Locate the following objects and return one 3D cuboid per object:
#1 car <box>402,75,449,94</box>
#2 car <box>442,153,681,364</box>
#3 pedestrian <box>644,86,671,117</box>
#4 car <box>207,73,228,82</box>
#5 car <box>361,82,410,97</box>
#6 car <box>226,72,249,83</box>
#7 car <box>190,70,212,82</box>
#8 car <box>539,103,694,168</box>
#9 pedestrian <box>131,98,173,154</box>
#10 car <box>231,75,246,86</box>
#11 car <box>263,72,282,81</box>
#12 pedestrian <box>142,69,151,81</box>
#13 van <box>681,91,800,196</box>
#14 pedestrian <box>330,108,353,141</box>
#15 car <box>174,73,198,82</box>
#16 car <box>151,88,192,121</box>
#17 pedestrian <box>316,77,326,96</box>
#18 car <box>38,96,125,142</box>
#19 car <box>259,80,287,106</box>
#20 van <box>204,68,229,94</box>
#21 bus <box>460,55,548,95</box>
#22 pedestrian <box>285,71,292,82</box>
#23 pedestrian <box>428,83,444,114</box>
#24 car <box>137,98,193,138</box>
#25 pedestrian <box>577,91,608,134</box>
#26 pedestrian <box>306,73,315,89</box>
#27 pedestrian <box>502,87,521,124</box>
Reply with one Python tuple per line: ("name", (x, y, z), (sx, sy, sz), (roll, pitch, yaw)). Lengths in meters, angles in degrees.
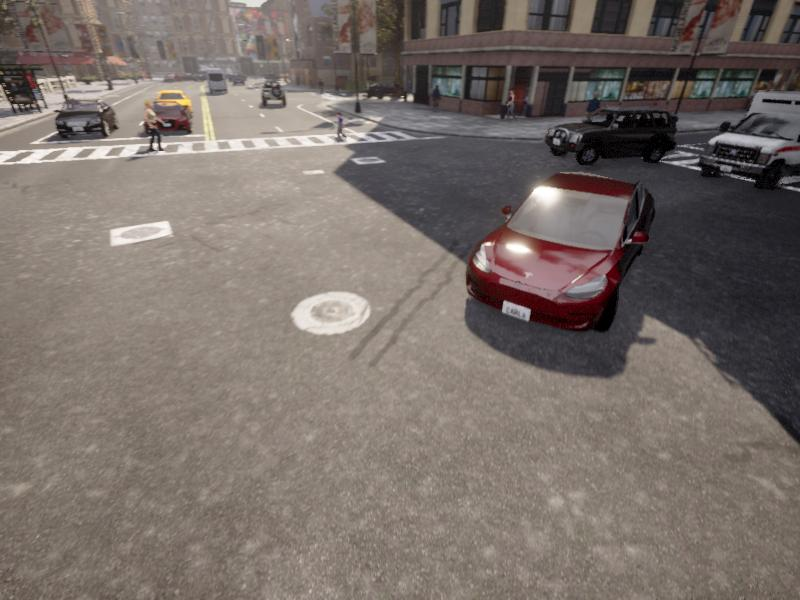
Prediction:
("car", (3.315, -27.826, 51.627), (5.566, 2.045, 2.150), (-12, 33, -21))
("car", (2.901, -1.174, 6.616), (2.163, 1.488, 4.792), (21, 36, 30))
("pedestrian", (17.549, -13.536, 27.319), (0.751, 1.860, 0.751), (-9, 32, -17))
("car", (-35.613, -43.456, 78.153), (2.007, 1.525, 4.514), (1, 30, 0))
("car", (-1.657, -24.597, 46.653), (5.357, 1.411, 2.033), (-12, 33, -20))
("car", (-31.953, -43.896, 78.913), (2.152, 1.651, 5.027), (2, 30, 3))
("car", (-39.089, -44.038, 78.660), (1.932, 1.855, 4.605), (1, 30, 0))
("car", (7.911, -6.178, 14.877), (4.605, 1.855, 1.932), (-7, 31, -13))
("pedestrian", (-9.457, -6.664, 15.329), (0.751, 1.860, 0.751), (-7, 31, -13))
("car", (-26.966, -36.812, 66.947), (1.816, 1.474, 4.193), (-8, 31, -14))
("car", (-27.338, -47.893, 85.829), (1.851, 1.617, 3.988), (9, 31, 13))
("pedestrian", (-45.585, -40.401, 71.976), (0.751, 1.860, 0.751), (2, 30, 3))
("van", (12.586, -5.151, 12.673), (6.366, 2.431, 2.351), (-12, 33, -21))
("pedestrian", (-2.714, -8.149, 18.557), (0.751, 1.300, 0.751), (-17, 35, -28))
("car", (-42.253, -44.033, 79.152), (1.895, 1.301, 4.718), (4, 30, 5))
("car", (-14.835, -12.889, 26.232), (1.882, 1.535, 5.008), (-12, 33, -21))
("pedestrian", (-8.968, -24.265, 45.429), (0.751, 1.860, 0.751), (-12, 33, -21))
("car", (-15.197, -8.916, 19.458), (2.128, 1.511, 4.902), (-12, 33, -21))
("car", (-10.857, -17.783, 34.315), (1.932, 1.855, 4.605), (-7, 28, -13))
("van", (-22.146, -26.388, 48.170), (1.988, 2.561, 5.915), (-12, 33, -20))
("bus", (13.399, -29.067, 51.768), (10.273, 4.253, 3.944), (-12, 33, -21))
("pedestrian", (-21.041, -42.023, 75.243), (0.751, 1.860, 0.751), (13, 33, 21))
("pedestrian", (2.501, -13.917, 27.669), (0.751, 1.860, 0.751), (-12, 33, -21))
("car", (-11.930, -9.461, 20.597), (1.994, 1.385, 4.181), (-12, 33, -20))
("pedestrian", (9.728, -9.500, 20.262), (0.751, 1.860, 0.751), (-25, 39, -37))
("pedestrian", (-12.524, -30.721, 56.094), (0.751, 1.860, 0.751), (13, 32, 20))
("pedestrian", (6.546, -11.406, 23.456), (0.751, 1.860, 0.751), (5, 31, 7))
